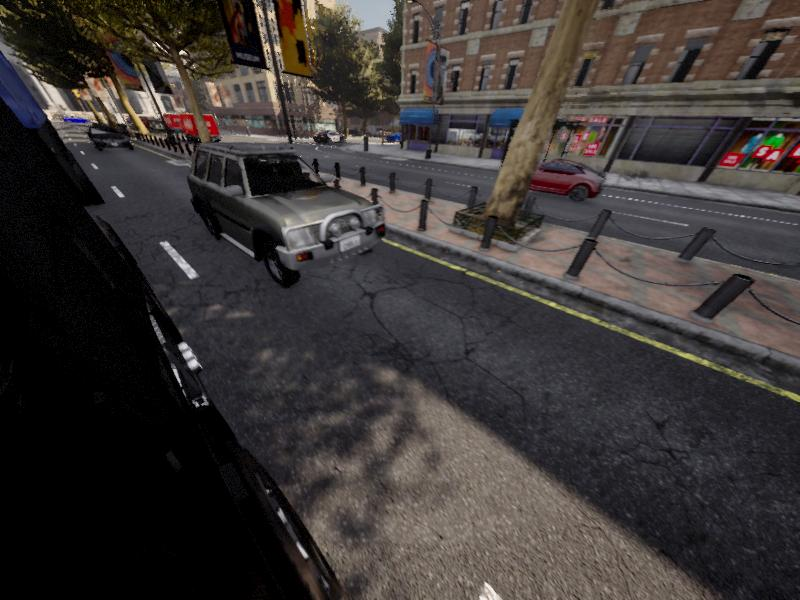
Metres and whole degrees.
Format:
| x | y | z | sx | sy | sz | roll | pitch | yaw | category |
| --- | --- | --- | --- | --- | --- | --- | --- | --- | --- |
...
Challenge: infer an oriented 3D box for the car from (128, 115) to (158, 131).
| x | y | z | sx | sy | sz | roll | pitch | yaw | category |
| --- | --- | --- | --- | --- | --- | --- | --- | --- | --- |
| -45.131 | -31.012 | 40.537 | 5.566 | 2.045 | 2.150 | 29 | 44 | 31 | car |

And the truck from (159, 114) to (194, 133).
| x | y | z | sx | sy | sz | roll | pitch | yaw | category |
| --- | --- | --- | --- | --- | --- | --- | --- | --- | --- |
| -38.623 | -30.459 | 39.876 | 5.204 | 2.467 | 2.627 | 28 | 44 | 30 | truck |

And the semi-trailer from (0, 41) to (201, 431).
| x | y | z | sx | sy | sz | roll | pitch | yaw | category |
| --- | --- | --- | --- | --- | --- | --- | --- | --- | --- |
| -8.684 | -3.615 | 4.241 | 14.254 | 4.402 | 2.717 | 28 | 44 | 30 | semi-trailer |

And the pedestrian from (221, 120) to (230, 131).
| x | y | z | sx | sy | sz | roll | pitch | yaw | category |
| --- | --- | --- | --- | --- | --- | --- | --- | --- | --- |
| -37.388 | -37.377 | 49.455 | 0.751 | 1.860 | 0.751 | 25 | 42 | 27 | pedestrian |

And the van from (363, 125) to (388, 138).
| x | y | z | sx | sy | sz | roll | pitch | yaw | category |
| --- | --- | --- | --- | --- | --- | --- | --- | --- | --- |
| -6.157 | -42.741 | 58.561 | 6.366 | 2.431 | 2.351 | 28 | 43 | 30 | van |

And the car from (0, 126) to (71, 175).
| x | y | z | sx | sy | sz | roll | pitch | yaw | category |
| --- | --- | --- | --- | --- | --- | --- | --- | --- | --- |
| -17.521 | -7.108 | 10.783 | 4.892 | 1.490 | 1.837 | 28 | 43 | 30 | car |

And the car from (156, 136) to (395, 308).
| x | y | z | sx | sy | sz | roll | pitch | yaw | category |
| --- | --- | --- | --- | --- | --- | --- | --- | --- | --- |
| -2.501 | -1.987 | 4.597 | 4.605 | 1.855 | 1.932 | 28 | 43 | 30 | car |

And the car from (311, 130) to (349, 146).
| x | y | z | sx | sy | sz | roll | pitch | yaw | category |
| --- | --- | --- | --- | --- | --- | --- | --- | --- | --- |
| -9.383 | -22.148 | 31.476 | 2.038 | 1.542 | 4.974 | 18 | 39 | 19 | car |

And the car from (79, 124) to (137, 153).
| x | y | z | sx | sy | sz | roll | pitch | yaw | category |
| --- | --- | --- | --- | --- | --- | --- | --- | --- | --- |
| -21.662 | -12.006 | 17.117 | 4.674 | 1.442 | 1.812 | 28 | 44 | 30 | car |

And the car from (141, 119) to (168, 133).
| x | y | z | sx | sy | sz | roll | pitch | yaw | category |
| --- | --- | --- | --- | --- | --- | --- | --- | --- | --- |
| -39.050 | -27.607 | 36.745 | 3.988 | 1.617 | 1.851 | 28 | 43 | 30 | car |

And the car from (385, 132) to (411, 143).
| x | y | z | sx | sy | sz | roll | pitch | yaw | category |
| --- | --- | --- | --- | --- | --- | --- | --- | --- | --- |
| -0.277 | -28.974 | 41.232 | 1.882 | 1.535 | 5.008 | 27 | 43 | 29 | car |

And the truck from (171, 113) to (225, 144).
| x | y | z | sx | sy | sz | roll | pitch | yaw | category |
| --- | --- | --- | --- | --- | --- | --- | --- | --- | --- |
| -22.549 | -19.162 | 25.798 | 5.204 | 2.467 | 2.627 | 28 | 43 | 30 | truck |

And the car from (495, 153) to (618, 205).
| x | y | z | sx | sy | sz | roll | pitch | yaw | category |
| --- | --- | --- | --- | --- | --- | --- | --- | --- | --- |
| 6.980 | -5.686 | 10.620 | 4.181 | 1.385 | 1.994 | 28 | 43 | 30 | car |

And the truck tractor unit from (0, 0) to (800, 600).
| x | y | z | sx | sy | sz | roll | pitch | yaw | category |
| --- | --- | --- | --- | --- | --- | --- | --- | --- | --- |
| -2.645 | -0.295 | 0.351 | 6.516 | 4.208 | 3.053 | 28 | 44 | 30 | truck tractor unit |
